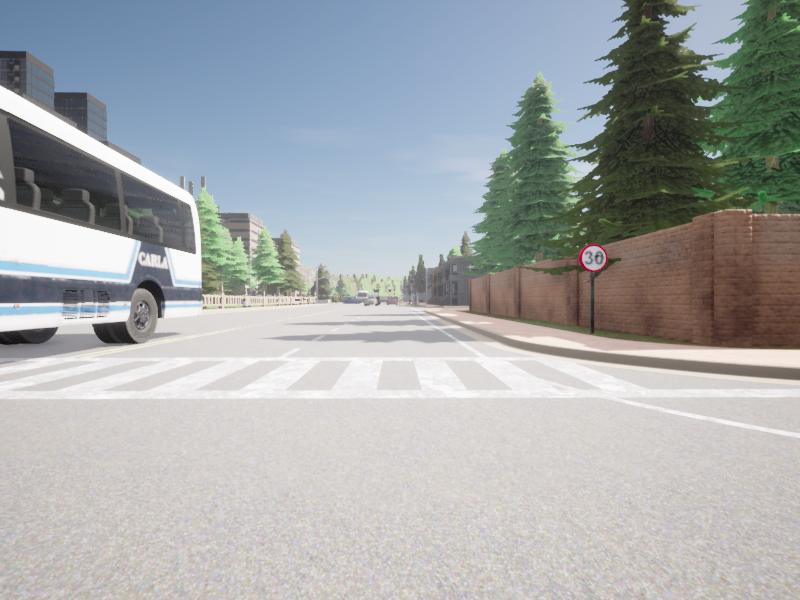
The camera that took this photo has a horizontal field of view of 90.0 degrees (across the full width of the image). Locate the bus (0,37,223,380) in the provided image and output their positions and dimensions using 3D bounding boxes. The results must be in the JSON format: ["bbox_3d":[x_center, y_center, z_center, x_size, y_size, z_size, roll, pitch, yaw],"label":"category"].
[{"bbox_3d":[-7.028,-1.134,6.779,3.944,4.253,10.273,0,0,-3],"label":"bus"}]

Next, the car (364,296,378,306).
[{"bbox_3d":[-4.886,0.196,68.855,2.152,1.651,5.027,0,0,-1],"label":"car"}]

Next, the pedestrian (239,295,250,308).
[{"bbox_3d":[-15.664,0.165,40.294,0.751,1.300,0.751,0,0,-3],"label":"pedestrian"}]
